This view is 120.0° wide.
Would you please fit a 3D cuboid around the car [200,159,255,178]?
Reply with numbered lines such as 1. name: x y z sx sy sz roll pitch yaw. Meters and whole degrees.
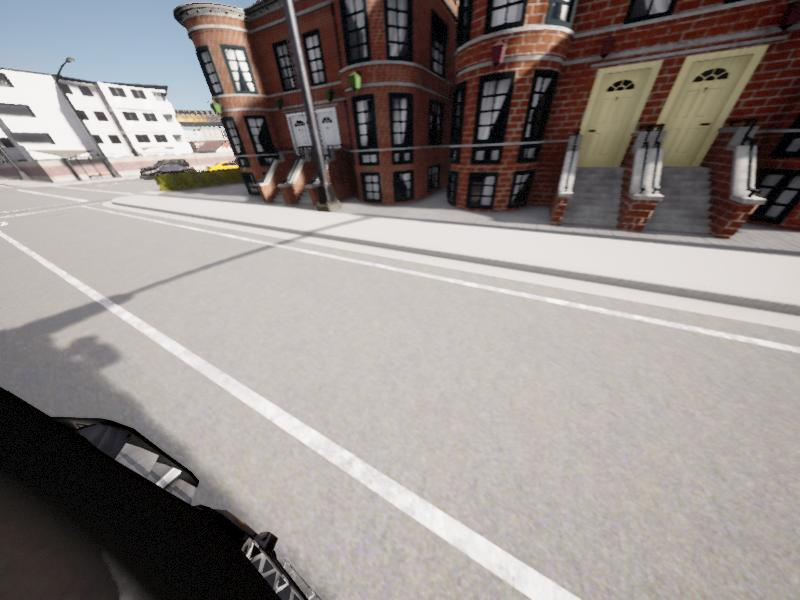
1. car: -21.135 -16.347 28.644 1.882 1.535 5.008 16 38 26

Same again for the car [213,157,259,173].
1. car: -24.752 -20.551 35.121 1.930 1.638 5.238 16 38 26

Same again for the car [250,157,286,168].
1. car: -23.907 -25.102 42.091 2.033 1.411 5.357 17 39 27

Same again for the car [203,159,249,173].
1. car: -27.641 -21.467 36.938 2.033 1.411 5.357 16 38 26

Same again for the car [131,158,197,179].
1. car: -31.569 -17.827 31.204 2.150 2.045 5.566 15 38 25

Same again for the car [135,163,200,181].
1. car: -29.025 -16.181 29.133 2.033 1.411 5.357 15 38 25
